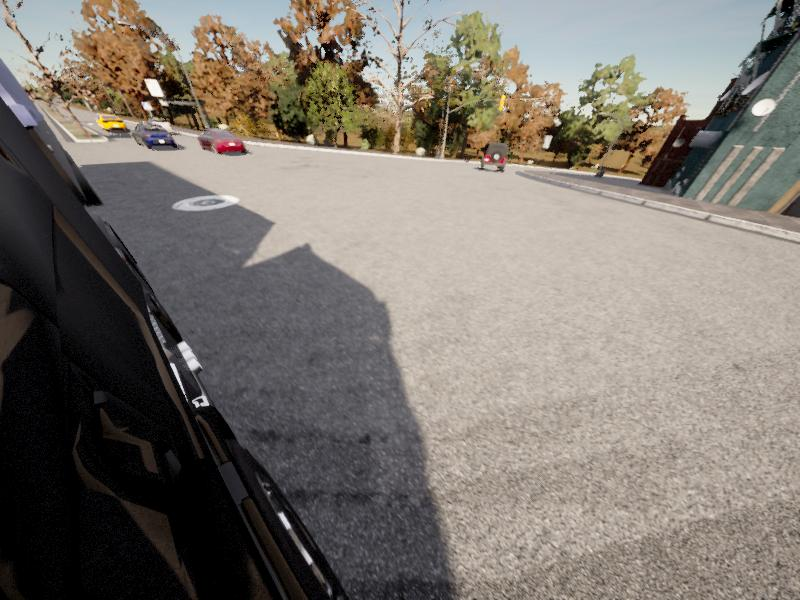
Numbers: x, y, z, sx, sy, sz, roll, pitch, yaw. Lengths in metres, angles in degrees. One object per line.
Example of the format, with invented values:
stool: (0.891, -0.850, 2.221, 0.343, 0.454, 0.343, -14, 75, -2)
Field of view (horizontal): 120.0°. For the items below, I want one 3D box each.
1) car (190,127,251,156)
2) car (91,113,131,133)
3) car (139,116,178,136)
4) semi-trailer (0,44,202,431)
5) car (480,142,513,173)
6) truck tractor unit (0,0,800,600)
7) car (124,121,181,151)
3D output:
car: (-13.375, -11.864, 17.199, 4.181, 1.385, 1.994, 29, 44, 28)
car: (-33.227, -20.385, 26.562, 5.008, 1.535, 1.882, 29, 45, 29)
car: (-26.600, -19.182, 25.444, 3.633, 1.501, 1.845, 29, 45, 29)
semi-trailer: (-8.721, -3.571, 4.234, 14.254, 4.402, 2.717, 28, 44, 30)
car: (7.957, -12.031, 19.492, 1.905, 1.878, 3.866, 13, 34, 11)
truck tractor unit: (-2.645, -0.295, 0.351, 6.516, 4.208, 3.053, 28, 44, 30)
car: (-18.591, -12.367, 17.357, 4.193, 1.474, 1.816, 29, 45, 29)
